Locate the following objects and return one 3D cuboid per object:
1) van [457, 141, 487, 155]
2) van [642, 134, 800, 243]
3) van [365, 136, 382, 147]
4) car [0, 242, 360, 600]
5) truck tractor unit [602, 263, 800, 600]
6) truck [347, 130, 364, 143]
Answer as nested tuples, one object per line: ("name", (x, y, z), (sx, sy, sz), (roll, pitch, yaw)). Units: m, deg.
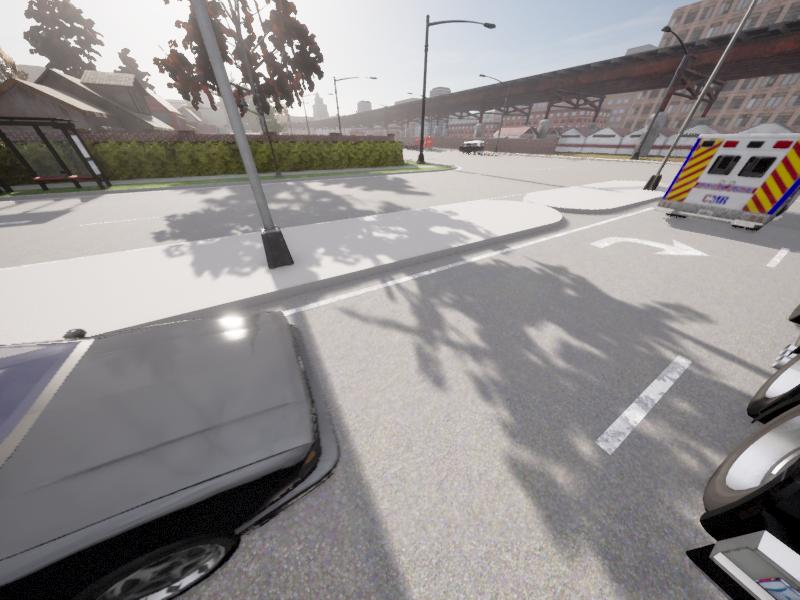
("van", (12.949, -27.487, 41.743), (2.069, 2.038, 4.480), (-24, 41, -31))
("van", (11.706, -4.031, 7.746), (6.366, 2.431, 2.351), (-18, 39, -24))
("van", (-7.754, -46.514, 67.561), (2.351, 2.431, 6.366), (-18, 40, -24))
("car", (-3.133, 1.235, 0.981), (5.357, 1.411, 2.033), (-18, 39, -24))
("truck tractor unit", (5.108, -0.303, 0.783), (6.516, 4.208, 3.053), (-18, 39, -24))
("truck", (-16.271, -60.090, 84.860), (2.891, 3.827, 8.468), (-18, 40, -24))
